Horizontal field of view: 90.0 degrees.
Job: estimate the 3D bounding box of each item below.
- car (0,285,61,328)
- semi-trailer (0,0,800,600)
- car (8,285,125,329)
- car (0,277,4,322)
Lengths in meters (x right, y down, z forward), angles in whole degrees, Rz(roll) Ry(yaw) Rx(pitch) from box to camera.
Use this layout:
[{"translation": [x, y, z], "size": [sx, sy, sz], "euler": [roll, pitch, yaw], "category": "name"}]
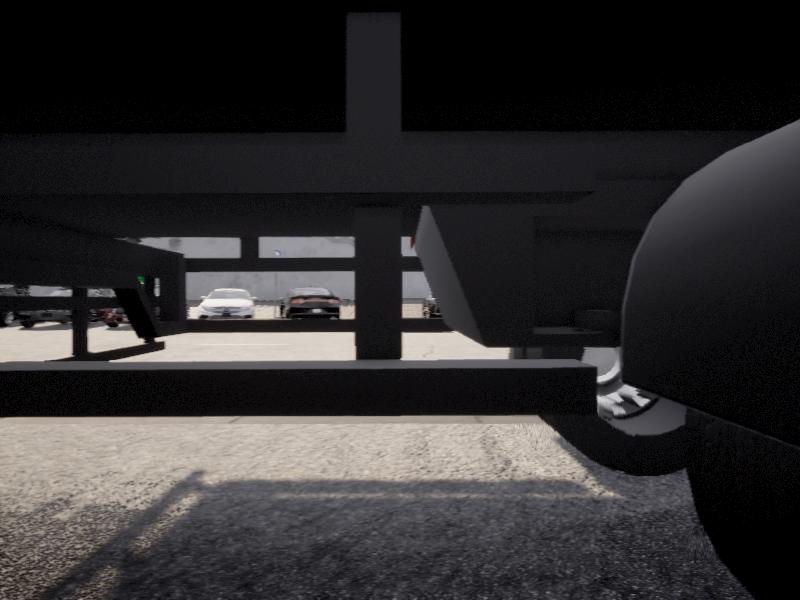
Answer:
[{"translation": [-15.602, 0.236, 15.553], "size": [2.163, 1.488, 4.792], "euler": [0, -1, -20], "category": "car"}, {"translation": [5.219, -1.215, 1.698], "size": [14.254, 4.402, 2.717], "euler": [0, 0, 0], "category": "semi-trailer"}, {"translation": [-12.577, 0.264, 15.528], "size": [2.002, 1.452, 4.674], "euler": [1, -1, -20], "category": "car"}, {"translation": [-18.599, -0.062, 15.558], "size": [2.435, 2.045, 5.566], "euler": [1, -1, -20], "category": "car"}]
